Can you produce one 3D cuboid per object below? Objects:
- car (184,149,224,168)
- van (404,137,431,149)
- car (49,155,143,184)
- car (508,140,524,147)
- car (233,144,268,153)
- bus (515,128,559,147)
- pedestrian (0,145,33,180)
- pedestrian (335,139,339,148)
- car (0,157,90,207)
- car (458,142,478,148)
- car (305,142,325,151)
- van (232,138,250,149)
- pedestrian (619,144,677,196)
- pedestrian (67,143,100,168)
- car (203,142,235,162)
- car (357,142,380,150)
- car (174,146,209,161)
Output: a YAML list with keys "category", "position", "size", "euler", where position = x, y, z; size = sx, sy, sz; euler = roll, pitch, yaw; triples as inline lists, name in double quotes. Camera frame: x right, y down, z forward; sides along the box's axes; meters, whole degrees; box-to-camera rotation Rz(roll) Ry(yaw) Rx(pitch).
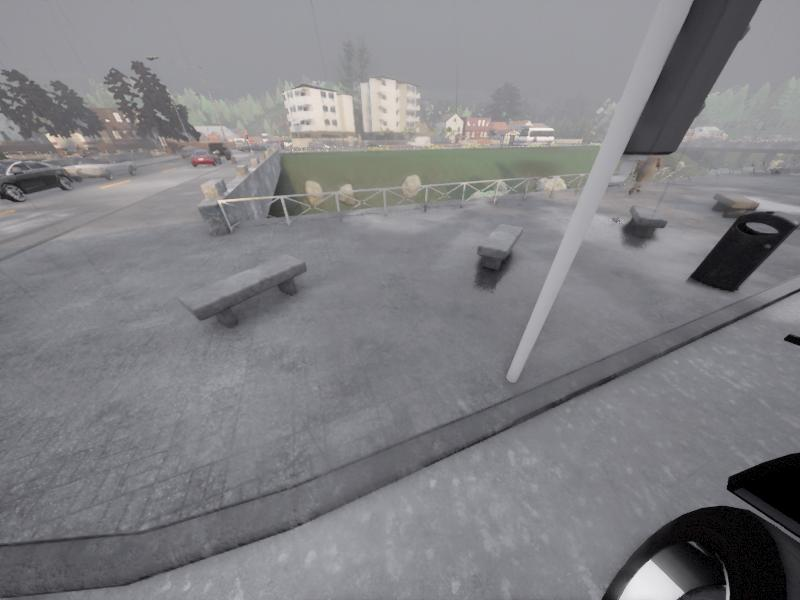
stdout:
- category: "car"
  position: [-20.042, -14.669, 23.803]
  size: [1.994, 1.385, 4.181]
  euler: [-14, 37, -19]
- category: "van"
  position: [4.427, -39.815, 58.464]
  size: [6.366, 2.431, 2.351]
  euler: [-13, 37, -17]
- category: "car"
  position: [-20.679, -9.191, 16.072]
  size: [1.895, 1.301, 4.718]
  euler: [-13, 37, -17]
- category: "car"
  position: [34.110, -46.115, 68.071]
  size: [3.806, 1.475, 1.970]
  euler: [-13, 37, -17]
- category: "car"
  position: [-30.198, -30.717, 46.718]
  size: [2.033, 1.411, 5.357]
  euler: [29, 45, 35]
- category: "bus"
  position: [38.653, -45.929, 65.271]
  size: [10.273, 4.253, 3.944]
  euler: [-13, 37, -17]
- category: "pedestrian"
  position: [-25.634, -8.942, 15.049]
  size: [0.751, 1.860, 0.751]
  euler: [-11, 37, -15]
- category: "pedestrian"
  position: [-15.659, -38.933, 57.456]
  size: [0.751, 1.860, 0.751]
  euler: [-13, 37, -17]
- category: "car"
  position: [-18.081, -5.587, 10.731]
  size: [2.128, 1.511, 4.902]
  euler: [-12, 37, -16]
- category: "car"
  position: [18.589, -42.559, 63.230]
  size: [4.718, 1.301, 1.895]
  euler: [-13, 37, -17]
- category: "car"
  position: [-18.827, -34.157, 51.442]
  size: [3.806, 1.475, 1.970]
  euler: [-13, 37, -17]
- category: "van"
  position: [-42.499, -41.911, 61.866]
  size: [2.351, 2.431, 6.366]
  euler: [-13, 37, -17]
- category: "pedestrian"
  position: [10.620, -5.578, 9.963]
  size: [0.751, 1.860, 0.751]
  euler: [-13, 37, -17]
- category: "pedestrian"
  position: [-28.762, -13.137, 21.047]
  size: [0.751, 1.860, 0.751]
  euler: [-13, 37, -17]
- category: "car"
  position: [-22.640, -18.697, 29.106]
  size: [1.905, 1.878, 3.866]
  euler: [-13, 37, -17]
- category: "car"
  position: [-7.454, -36.741, 55.001]
  size: [4.892, 1.490, 1.837]
  euler: [-13, 37, -17]
- category: "car"
  position: [-27.730, -19.693, 30.914]
  size: [1.837, 1.490, 4.892]
  euler: [-13, 37, -17]
